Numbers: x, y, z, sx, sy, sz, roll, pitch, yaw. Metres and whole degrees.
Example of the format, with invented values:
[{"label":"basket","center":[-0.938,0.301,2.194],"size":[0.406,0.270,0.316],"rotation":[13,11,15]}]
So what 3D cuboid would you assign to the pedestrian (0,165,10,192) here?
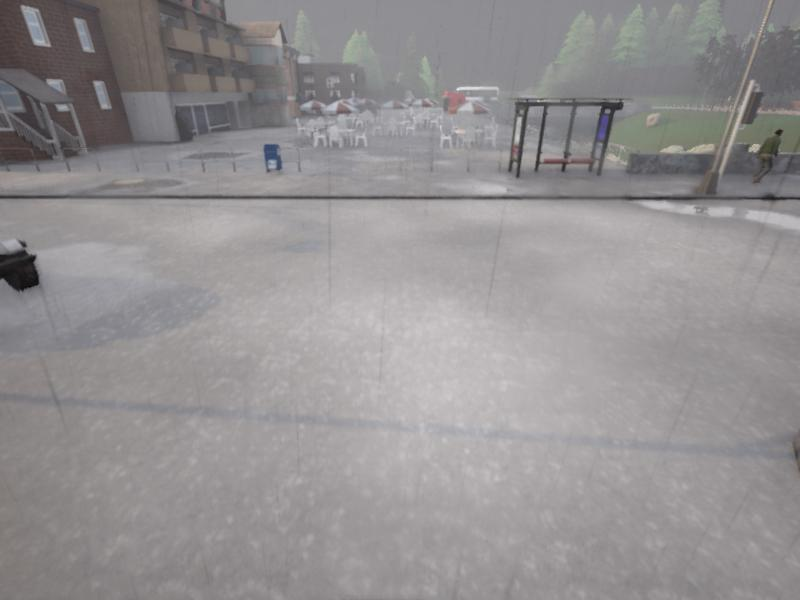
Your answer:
[{"label":"pedestrian","center":[-13.767,-4.542,13.134],"size":[0.751,1.860,0.751],"rotation":[-19,33,-31]}]

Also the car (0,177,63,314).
[{"label":"car","center":[-7.993,-0.888,6.277],"size":[3.866,1.878,1.905],"rotation":[9,28,17]}]

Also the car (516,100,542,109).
[{"label":"car","center":[27.942,-42.537,86.982],"size":[4.856,1.649,2.033],"rotation":[0,27,1]}]

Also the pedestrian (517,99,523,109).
[{"label":"pedestrian","center":[24.616,-40.368,82.288],"size":[0.751,1.860,0.751],"rotation":[0,27,1]}]

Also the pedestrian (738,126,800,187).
[{"label":"pedestrian","center":[12.633,-4.928,13.742],"size":[0.751,1.860,0.751],"rotation":[-5,28,-9]}]

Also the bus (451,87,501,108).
[{"label":"bus","center":[16.890,-45.538,90.001],"size":[10.273,4.253,3.944],"rotation":[0,27,1]}]

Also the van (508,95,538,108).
[{"label":"van","center":[27.665,-44.792,90.330],"size":[5.915,2.561,1.988],"rotation":[0,27,1]}]
